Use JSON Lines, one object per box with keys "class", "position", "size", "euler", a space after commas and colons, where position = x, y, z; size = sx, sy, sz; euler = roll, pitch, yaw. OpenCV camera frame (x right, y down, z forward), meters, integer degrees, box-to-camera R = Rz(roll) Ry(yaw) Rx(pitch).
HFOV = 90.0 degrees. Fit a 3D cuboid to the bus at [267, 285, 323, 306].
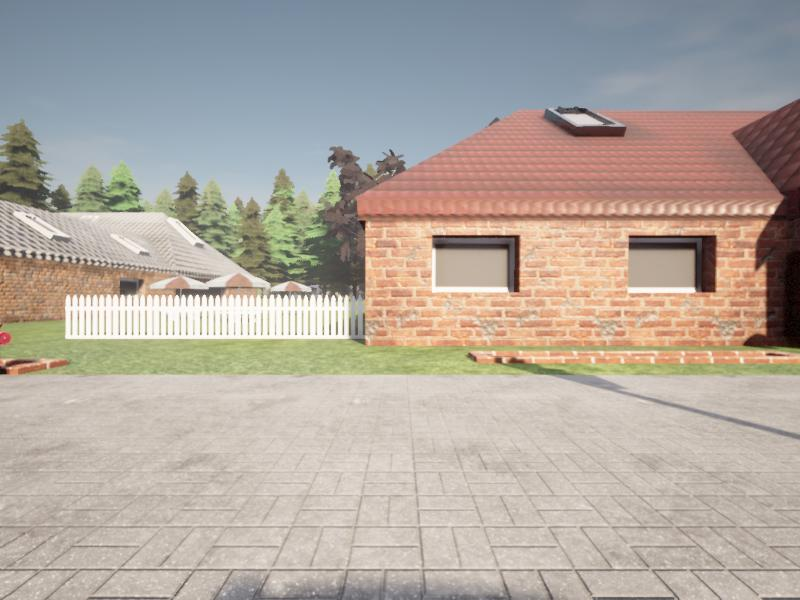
{"class": "bus", "position": [-21.057, -0.922, 80.751], "size": [10.273, 4.253, 3.944], "euler": [0, 0, 0]}
